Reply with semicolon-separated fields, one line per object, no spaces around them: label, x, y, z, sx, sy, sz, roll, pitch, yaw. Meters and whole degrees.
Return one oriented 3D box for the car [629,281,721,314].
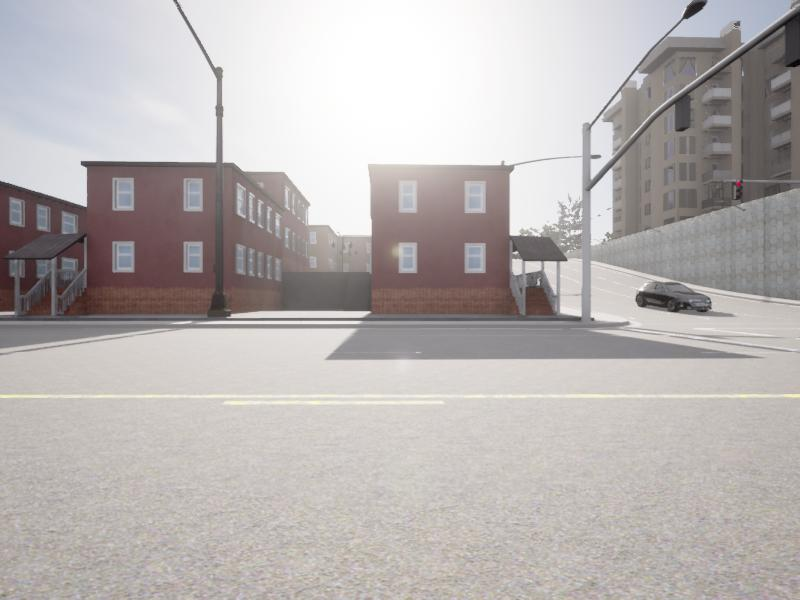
car;16.089;-0.249;23.845;2.033;1.649;4.856;0;5;0
